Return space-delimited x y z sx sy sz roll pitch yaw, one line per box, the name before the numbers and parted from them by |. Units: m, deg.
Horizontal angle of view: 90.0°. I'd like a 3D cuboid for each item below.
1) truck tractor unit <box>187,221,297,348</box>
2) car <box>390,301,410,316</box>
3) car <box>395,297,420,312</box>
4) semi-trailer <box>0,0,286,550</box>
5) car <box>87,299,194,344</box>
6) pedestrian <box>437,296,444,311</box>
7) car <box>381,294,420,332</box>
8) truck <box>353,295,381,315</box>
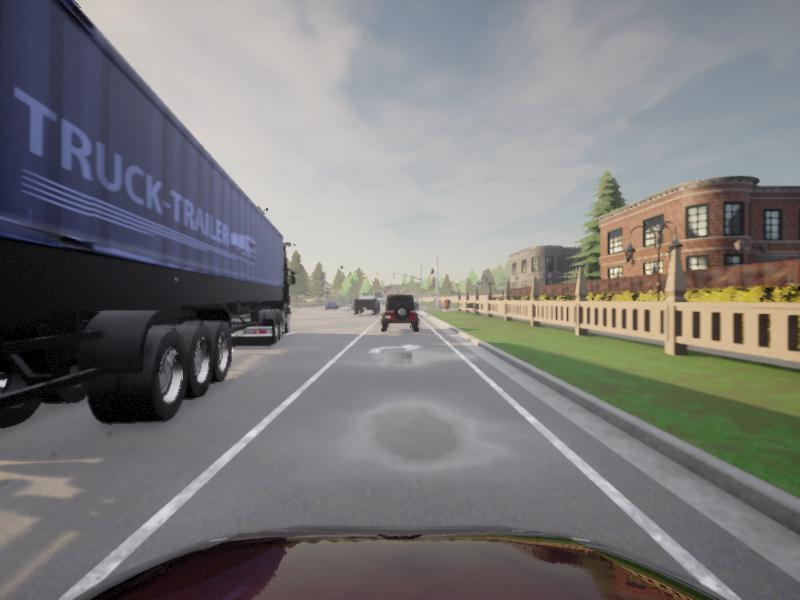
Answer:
truck tractor unit | -6.134 -0.528 16.741 3.053 4.208 6.516 0 0 -10
car | 0.007 0.842 40.517 1.970 1.475 3.806 0 0 0
car | 1.102 0.553 56.727 2.150 2.045 5.566 0 0 17
semi-trailer | -4.867 -0.623 8.930 2.717 4.402 14.254 0 0 -9
car | -10.495 0.784 16.610 1.851 1.617 3.988 0 0 0
pedestrian | 5.264 0.471 52.388 0.751 1.860 0.751 0 0 -11
car | 0.003 0.640 21.434 1.905 1.878 3.866 0 0 0
truck | -3.579 0.530 44.292 2.390 2.098 6.274 0 0 1
